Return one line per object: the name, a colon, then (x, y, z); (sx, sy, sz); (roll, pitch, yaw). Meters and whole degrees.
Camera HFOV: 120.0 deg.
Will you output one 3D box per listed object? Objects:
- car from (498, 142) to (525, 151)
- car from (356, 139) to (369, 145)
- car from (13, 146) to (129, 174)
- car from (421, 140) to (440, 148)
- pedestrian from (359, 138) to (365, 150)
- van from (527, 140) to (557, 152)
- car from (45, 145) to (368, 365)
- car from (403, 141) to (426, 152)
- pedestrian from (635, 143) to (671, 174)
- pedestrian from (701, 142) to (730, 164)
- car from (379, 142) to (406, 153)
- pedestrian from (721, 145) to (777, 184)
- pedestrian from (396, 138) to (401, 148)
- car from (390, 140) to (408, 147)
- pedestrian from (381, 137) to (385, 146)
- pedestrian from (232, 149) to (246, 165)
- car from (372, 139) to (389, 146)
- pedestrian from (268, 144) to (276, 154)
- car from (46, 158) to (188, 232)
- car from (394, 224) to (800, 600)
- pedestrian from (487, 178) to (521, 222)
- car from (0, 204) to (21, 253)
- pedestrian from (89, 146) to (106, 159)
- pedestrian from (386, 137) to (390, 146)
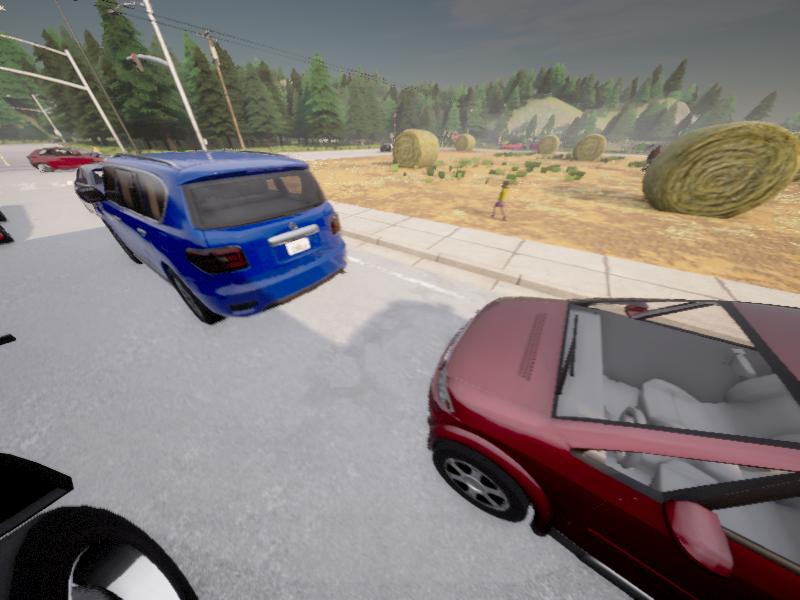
car: (23.836, -32.840, 49.339); (4.514, 1.525, 2.007); (25, 42, 30)
car: (-11.664, -49.089, 71.883); (3.806, 1.475, 1.970); (23, 41, 29)
car: (-22.882, -9.956, 16.359); (4.193, 1.474, 1.816); (-13, 38, -19)
car: (7.800, -40.234, 59.603); (4.514, 1.525, 2.007); (27, 43, 32)
pedestrian: (-7.128, -29.529, 43.648); (0.751, 1.860, 0.751); (25, 42, 30)
van: (28.387, -30.916, 46.291); (4.442, 1.987, 1.775); (25, 42, 30)
car: (-3.468, -1.490, 4.177); (5.566, 2.045, 2.150); (22, 41, 27)
car: (2.868, -29.554, 44.422); (1.882, 1.535, 5.008); (23, 41, 28)
pedestrian: (18.334, -10.280, 16.785); (0.751, 1.860, 0.751); (-3, 35, -5)
pedestrian: (33.236, -15.479, 24.354); (0.751, 1.860, 0.751); (-1, 35, -2)
car: (-1.228, -26.274, 39.730); (2.038, 1.542, 4.974); (23, 41, 28)
pedestrian: (19.680, -7.656, 13.098); (0.751, 1.860, 0.751); (-10, 37, -14)
pedestrian: (-0.338, -34.483, 50.753); (0.751, 1.860, 0.751); (14, 38, 19)
car: (-0.241, -41.398, 61.061); (4.514, 1.525, 2.007); (26, 43, 32)
pedestrian: (-4.428, -40.506, 59.142); (0.751, 1.860, 0.751); (12, 37, 15)
pedestrian: (-13.753, -12.210, 19.728); (0.500, 1.100, 0.500); (21, 40, 26)
car: (-5.466, -43.826, 64.413); (4.514, 1.525, 2.007); (24, 42, 30)
pedestrian: (-17.356, -20.475, 31.353); (0.500, 1.100, 0.500); (21, 40, 26)
car: (-9.049, -3.547, 7.438); (3.633, 1.501, 1.845); (22, 40, 27)
car: (1.997, 0.919, 1.284); (3.705, 1.549, 1.789); (22, 41, 27)
pedestrian: (3.092, -2.982, 6.900); (0.500, 1.100, 0.500); (-26, 43, -32)
car: (-11.405, -2.120, 5.235); (4.611, 1.667, 2.242); (22, 40, 27)
pedestrian: (-29.334, -14.315, 22.417); (0.500, 1.100, 0.500); (-18, 40, -25)
pedestrian: (-3.007, -40.307, 58.883); (0.751, 1.860, 0.751); (19, 39, 24)
